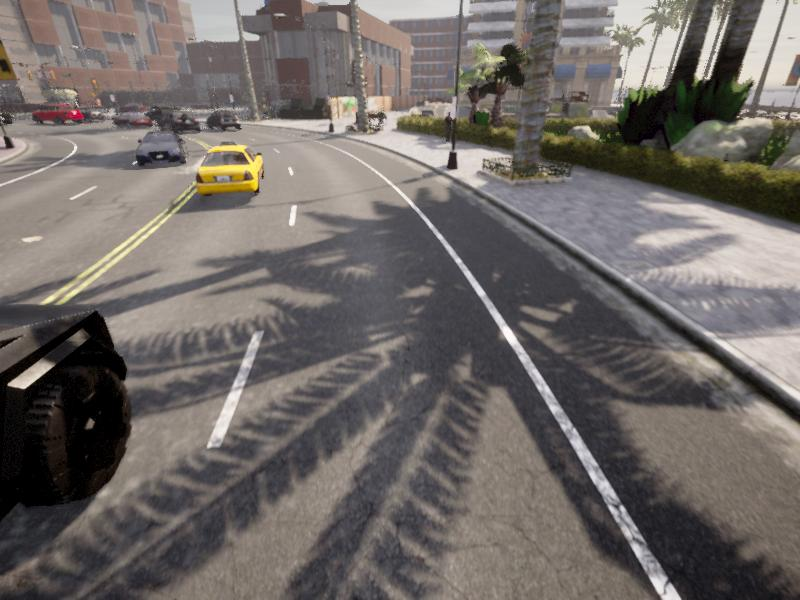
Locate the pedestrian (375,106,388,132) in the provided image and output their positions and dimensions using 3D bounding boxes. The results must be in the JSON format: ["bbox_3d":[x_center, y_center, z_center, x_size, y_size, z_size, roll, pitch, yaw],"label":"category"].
[{"bbox_3d":[-1.531,-14.906,32.894,0.751,1.860,0.751,-17,32,-30],"label":"pedestrian"}]

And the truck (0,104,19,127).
[{"bbox_3d":[-44.684,-19.697,42.548,6.274,2.098,2.390,7,28,13],"label":"truck"}]

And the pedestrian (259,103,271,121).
[{"bbox_3d":[-15.629,-21.790,46.259,0.751,1.860,0.751,15,31,27],"label":"pedestrian"}]

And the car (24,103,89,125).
[{"bbox_3d":[-37.713,-20.433,43.978,5.566,2.045,2.150,8,28,15],"label":"car"}]

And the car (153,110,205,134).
[{"bbox_3d":[-19.327,-15.592,34.928,4.611,1.667,2.242,24,36,38],"label":"car"}]

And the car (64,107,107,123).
[{"bbox_3d":[-36.945,-21.767,47.078,3.705,1.549,1.789,8,28,16],"label":"car"}]

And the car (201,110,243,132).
[{"bbox_3d":[-16.311,-16.483,36.695,1.851,1.617,3.988,-25,36,-39],"label":"car"}]

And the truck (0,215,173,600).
[{"bbox_3d":[-3.592,1.652,1.120,2.390,2.098,6.274,-1,27,-2],"label":"truck"}]

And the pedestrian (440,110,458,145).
[{"bbox_3d":[2.975,-10.571,24.509,0.751,1.860,0.751,-9,29,-17],"label":"pedestrian"}]

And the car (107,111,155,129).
[{"bbox_3d":[-26.842,-18.013,39.976,4.181,1.385,1.994,15,31,27],"label":"car"}]

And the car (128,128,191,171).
[{"bbox_3d":[-11.488,-7.403,19.421,1.994,1.385,4.181,-11,29,-20],"label":"car"}]

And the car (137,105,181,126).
[{"bbox_3d":[-25.833,-19.822,42.888,3.866,1.878,1.905,15,31,27],"label":"car"}]

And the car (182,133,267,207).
[{"bbox_3d":[-5.857,-4.759,14.055,1.801,1.575,5.366,-7,28,-12],"label":"car"}]
